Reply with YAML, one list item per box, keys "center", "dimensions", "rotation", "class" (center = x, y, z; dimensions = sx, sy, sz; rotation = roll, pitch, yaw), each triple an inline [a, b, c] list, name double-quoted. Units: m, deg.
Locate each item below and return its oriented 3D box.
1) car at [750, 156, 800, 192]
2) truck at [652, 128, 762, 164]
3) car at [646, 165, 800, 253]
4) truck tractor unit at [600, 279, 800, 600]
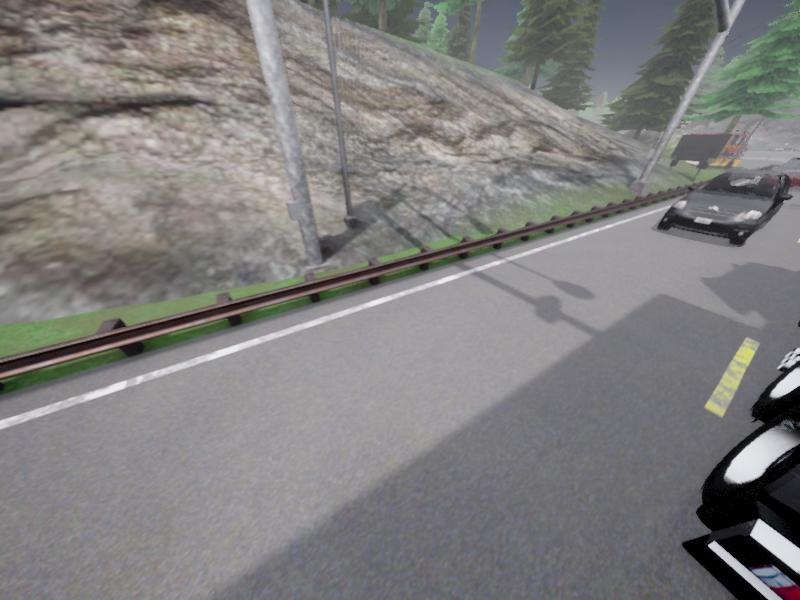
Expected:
- center: [23.666, -7.539, 13.713]
  dimensions: [4.792, 1.488, 2.163]
  rotation: [-19, 39, -25]
  class: "car"
- center: [43.547, -22.317, 33.382]
  dimensions: [2.891, 3.827, 8.468]
  rotation: [-19, 39, -25]
  class: "truck"
- center: [9.691, -2.865, 6.781]
  dimensions: [3.988, 1.617, 1.851]
  rotation: [-19, 39, -25]
  class: "car"
- center: [5.143, -0.265, 0.760]
  dimensions: [6.516, 4.208, 3.053]
  rotation: [-17, 38, -23]
  class: "truck tractor unit"
